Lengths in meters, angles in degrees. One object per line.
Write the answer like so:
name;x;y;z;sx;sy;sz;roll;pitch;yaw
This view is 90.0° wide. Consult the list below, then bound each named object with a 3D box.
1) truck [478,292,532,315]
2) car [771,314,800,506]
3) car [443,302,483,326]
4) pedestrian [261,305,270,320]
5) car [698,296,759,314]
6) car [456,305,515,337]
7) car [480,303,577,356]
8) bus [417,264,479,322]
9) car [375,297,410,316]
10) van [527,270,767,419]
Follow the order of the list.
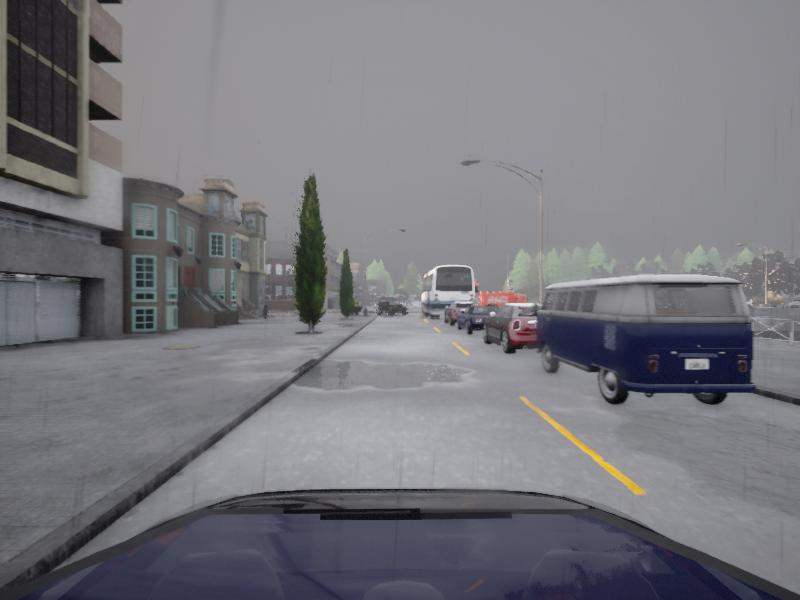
truck;11.466;0.337;43.981;5.204;2.467;2.627;0;0;0
car;3.999;0.854;1.234;1.816;1.474;4.193;0;0;0
car;4.004;0.843;25.978;1.970;1.475;3.806;0;0;0
pedestrian;-9.798;0.915;29.188;0.500;1.100;0.500;0;0;-6
car;39.360;0.551;47.996;5.566;2.045;2.150;0;0;0
car;3.998;0.936;19.613;1.895;1.301;4.718;0;0;0
car;4.001;0.848;13.165;1.970;1.475;3.806;0;0;0
bus;3.786;-0.545;34.904;3.944;4.253;10.273;0;0;-2
car;-0.793;0.629;39.938;1.905;1.878;3.866;1;0;-29
van;3.998;0.595;7.550;1.775;1.987;4.442;0;0;0
